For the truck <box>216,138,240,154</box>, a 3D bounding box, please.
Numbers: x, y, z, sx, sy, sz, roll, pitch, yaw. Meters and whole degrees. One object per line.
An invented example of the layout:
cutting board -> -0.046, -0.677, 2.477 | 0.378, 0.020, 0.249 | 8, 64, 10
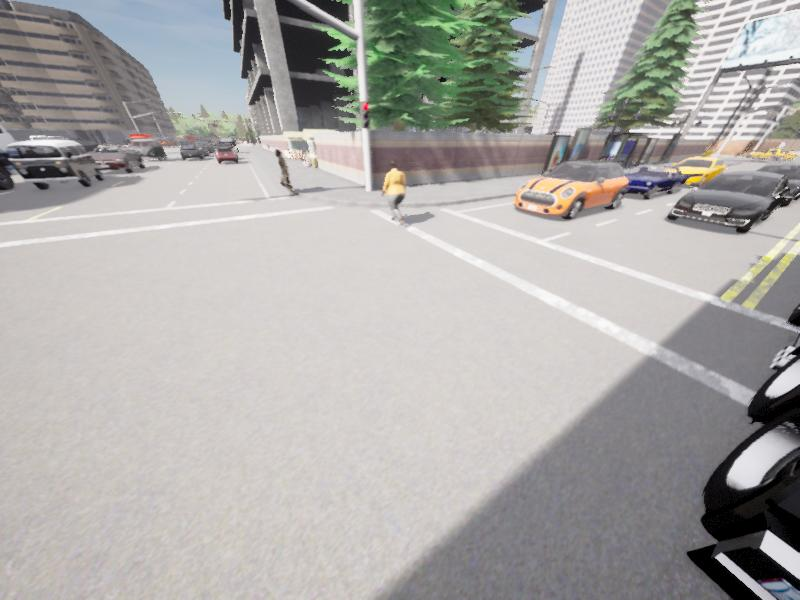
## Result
truck -> -28.435, -25.653, 38.384 | 2.390, 2.098, 6.274 | -18, 39, -25

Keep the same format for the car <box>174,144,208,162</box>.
car -> -24.154, -17.228, 26.904 | 2.128, 1.511, 4.902 | -18, 39, -25

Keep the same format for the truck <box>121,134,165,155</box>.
truck -> -37.713, -23.045, 34.189 | 2.627, 2.467, 5.204 | -18, 39, -25

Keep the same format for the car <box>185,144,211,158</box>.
car -> -27.408, -20.374, 31.482 | 1.994, 1.385, 4.181 | -18, 39, -25

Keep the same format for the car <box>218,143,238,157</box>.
car -> -24.518, -21.574, 33.079 | 1.789, 1.549, 3.705 | -18, 39, -25

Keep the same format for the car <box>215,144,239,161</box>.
car -> -21.107, -18.201, 28.319 | 1.882, 1.535, 5.008 | -18, 39, -25

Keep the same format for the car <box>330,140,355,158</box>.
car -> -7.686, -20.072, 30.652 | 1.905, 1.878, 3.866 | -18, 39, -24

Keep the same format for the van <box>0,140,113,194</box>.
van -> -17.764, -7.139, 12.099 | 2.069, 2.038, 4.480 | -21, 41, -28

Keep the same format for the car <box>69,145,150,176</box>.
car -> -21.416, -10.615, 17.385 | 2.152, 1.651, 5.027 | -18, 39, -25

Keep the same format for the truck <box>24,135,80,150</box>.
truck -> -59.349, -26.890, 39.547 | 4.478, 2.038, 2.069 | -18, 39, -24

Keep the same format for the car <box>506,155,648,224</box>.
car -> 6.713, -4.419, 8.883 | 4.553, 1.767, 2.097 | -18, 39, -24

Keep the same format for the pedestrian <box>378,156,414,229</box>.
pedestrian -> -0.122, -3.260, 7.012 | 0.751, 1.860, 0.751 | -17, 39, -24

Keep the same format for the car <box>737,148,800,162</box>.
car -> 57.472, -22.733, 36.026 | 1.801, 1.575, 5.366 | -4, 35, -6

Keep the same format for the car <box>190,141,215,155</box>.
car -> -31.055, -24.069, 36.493 | 2.152, 1.651, 5.027 | -18, 39, -25

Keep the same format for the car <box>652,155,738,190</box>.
car -> 18.785, -8.214, 14.716 | 5.008, 1.535, 1.882 | -18, 39, -24

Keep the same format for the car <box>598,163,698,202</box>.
car -> 12.778, -6.175, 11.921 | 4.718, 1.301, 1.895 | -18, 39, -24

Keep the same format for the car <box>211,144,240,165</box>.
car -> -17.769, -14.951, 23.656 | 1.851, 1.617, 3.988 | -18, 39, -25

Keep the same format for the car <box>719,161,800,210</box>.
car -> 17.731, -5.542, 10.915 | 4.892, 1.490, 1.837 | -18, 39, -24

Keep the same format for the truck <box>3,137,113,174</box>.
truck -> -26.191, -11.549, 18.233 | 2.390, 2.098, 6.274 | -18, 39, -25

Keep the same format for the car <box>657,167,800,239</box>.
car -> 11.485, -3.523, 7.933 | 4.892, 1.490, 1.837 | -18, 39, -25

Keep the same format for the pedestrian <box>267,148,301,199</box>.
pedestrian -> -4.997, -5.465, 10.008 | 0.751, 1.860, 0.751 | -19, 39, -26

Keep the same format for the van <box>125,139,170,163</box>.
van -> -26.623, -15.894, 24.541 | 1.775, 1.987, 4.442 | -18, 39, -25

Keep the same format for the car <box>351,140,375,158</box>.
car -> -5.140, -20.897, 31.871 | 1.905, 1.878, 3.866 | -18, 39, -24

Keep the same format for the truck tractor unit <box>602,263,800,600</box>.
truck tractor unit -> 5.118, -0.289, 0.801 | 6.516, 4.208, 3.053 | -18, 39, -25

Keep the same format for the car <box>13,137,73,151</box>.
car -> -57.843, -25.385, 37.581 | 4.605, 1.855, 1.932 | -18, 39, -24

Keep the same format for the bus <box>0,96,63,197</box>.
bus -> -19.256, -5.745, 8.153 | 3.944, 4.253, 10.273 | -18, 39, -25
